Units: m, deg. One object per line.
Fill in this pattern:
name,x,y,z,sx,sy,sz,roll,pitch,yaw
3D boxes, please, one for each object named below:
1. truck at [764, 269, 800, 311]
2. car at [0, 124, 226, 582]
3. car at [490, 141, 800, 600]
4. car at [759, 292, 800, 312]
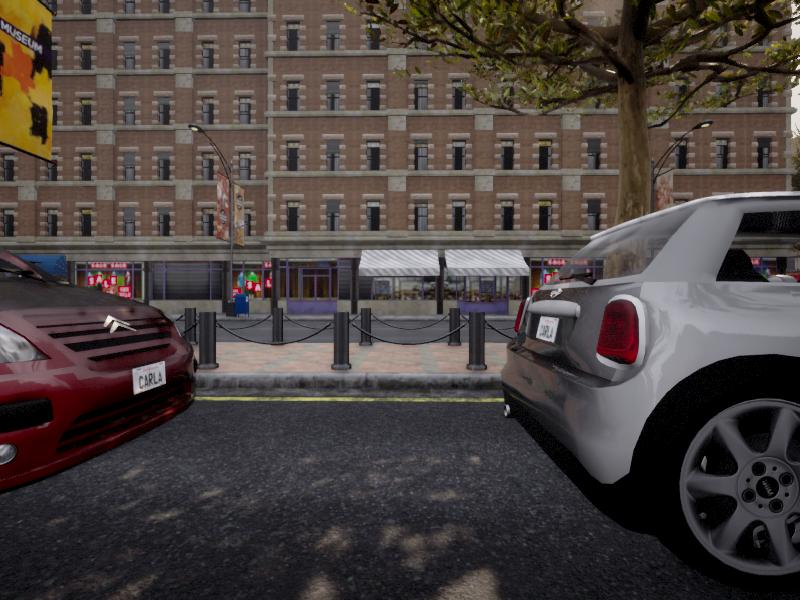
truck,38.063,-0.920,36.045,2.891,3.827,8.468,0,0,1
car,-3.390,0.188,2.287,3.988,1.617,1.851,0,0,1
car,2.600,0.253,2.173,3.806,1.475,1.970,0,0,1
car,34.548,0.171,34.748,1.930,1.638,5.238,0,0,0
